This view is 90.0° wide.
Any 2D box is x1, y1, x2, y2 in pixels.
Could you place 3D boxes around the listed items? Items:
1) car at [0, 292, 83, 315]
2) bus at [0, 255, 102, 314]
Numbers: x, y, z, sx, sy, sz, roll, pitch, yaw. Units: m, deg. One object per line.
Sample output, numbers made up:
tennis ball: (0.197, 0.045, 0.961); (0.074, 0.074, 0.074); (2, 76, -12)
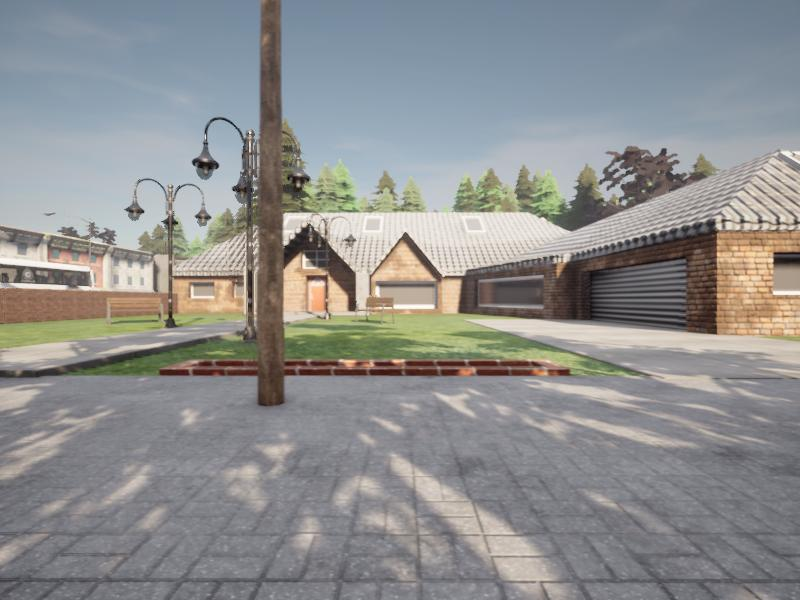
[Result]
car: (-26.792, 0.240, 30.134); (1.882, 1.535, 5.008); (0, 0, 0)
bus: (-30.655, -1.114, 33.285); (3.944, 4.253, 10.273); (0, 0, 0)
